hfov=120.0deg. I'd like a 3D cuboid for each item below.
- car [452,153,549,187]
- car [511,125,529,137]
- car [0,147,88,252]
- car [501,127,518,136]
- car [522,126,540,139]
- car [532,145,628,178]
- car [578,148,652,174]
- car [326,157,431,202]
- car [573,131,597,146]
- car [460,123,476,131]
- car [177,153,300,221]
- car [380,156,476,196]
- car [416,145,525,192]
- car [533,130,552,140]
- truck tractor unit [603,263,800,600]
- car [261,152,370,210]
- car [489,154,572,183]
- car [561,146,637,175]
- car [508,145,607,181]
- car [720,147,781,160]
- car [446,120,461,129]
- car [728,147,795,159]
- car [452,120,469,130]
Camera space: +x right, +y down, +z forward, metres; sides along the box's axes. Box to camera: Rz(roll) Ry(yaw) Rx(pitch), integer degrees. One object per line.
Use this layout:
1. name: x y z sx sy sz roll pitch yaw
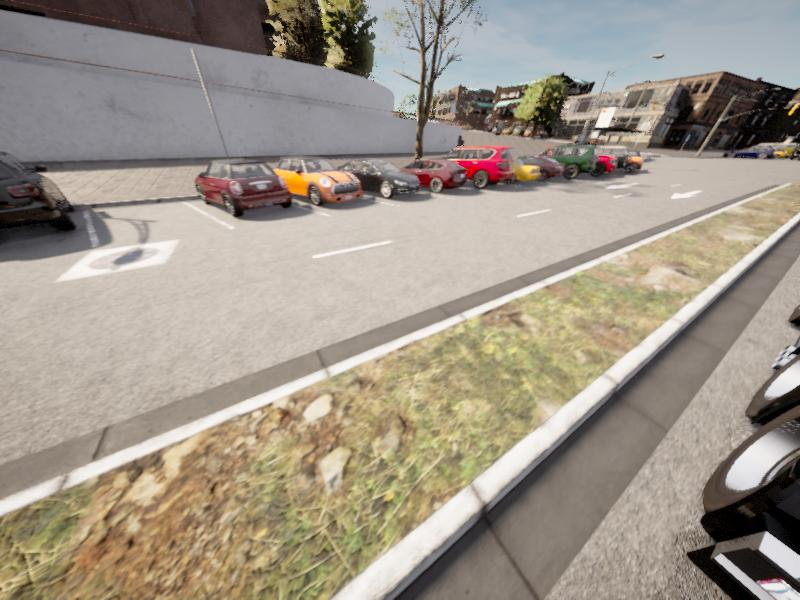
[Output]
1. car: 6.476 -8.825 15.473 5.366 1.575 1.946 25 42 32
2. car: 28.355 -39.835 54.608 1.878 1.987 4.442 31 44 28
3. car: -11.606 -3.074 6.562 5.566 2.045 2.435 25 42 32
4. car: 27.050 -41.518 56.933 1.946 1.575 5.366 31 44 28
5. car: 29.838 -38.106 52.613 1.878 1.987 4.442 31 44 28
6. car: 14.476 -11.459 18.935 5.566 2.045 2.435 25 41 32
7. car: 19.727 -12.994 21.437 4.553 1.767 2.185 26 42 33
8. car: -1.185 -6.242 11.658 4.892 1.521 2.231 25 41 32
9. car: 35.838 -31.285 44.725 2.435 2.045 5.566 31 44 28
10. car: 19.594 -50.131 66.859 1.946 1.575 5.366 30 44 28
11. car: -6.359 -4.644 9.080 4.553 1.767 2.185 25 42 32
12. car: 1.391 -7.064 12.922 4.792 1.488 2.163 25 42 32
13. car: 3.993 -8.136 14.008 5.566 2.045 2.435 25 42 32
14. car: 31.361 -36.251 50.833 2.231 1.521 4.892 31 44 28
15. truck tractor unit: 5.109 -0.301 0.791 6.516 4.208 3.053 -18 39 -24
16. car: -3.804 -5.514 10.359 4.553 1.767 2.185 25 41 32
17. car: 9.225 -9.557 16.635 4.674 1.452 2.002 25 42 32
18. car: 17.163 -12.231 20.126 4.442 1.987 1.878 26 41 33
19. car: 11.811 -10.645 17.726 5.566 2.045 2.435 25 42 32
20. car: 53.549 -22.585 35.516 2.163 1.488 4.792 -29 44 -36
21. car: 16.421 -53.583 70.613 2.185 1.767 4.553 30 43 28
22. car: 56.462 -23.143 36.273 1.946 1.575 5.366 -29 43 -36
23. car: 17.971 -51.952 68.548 2.435 2.045 5.566 30 44 27
